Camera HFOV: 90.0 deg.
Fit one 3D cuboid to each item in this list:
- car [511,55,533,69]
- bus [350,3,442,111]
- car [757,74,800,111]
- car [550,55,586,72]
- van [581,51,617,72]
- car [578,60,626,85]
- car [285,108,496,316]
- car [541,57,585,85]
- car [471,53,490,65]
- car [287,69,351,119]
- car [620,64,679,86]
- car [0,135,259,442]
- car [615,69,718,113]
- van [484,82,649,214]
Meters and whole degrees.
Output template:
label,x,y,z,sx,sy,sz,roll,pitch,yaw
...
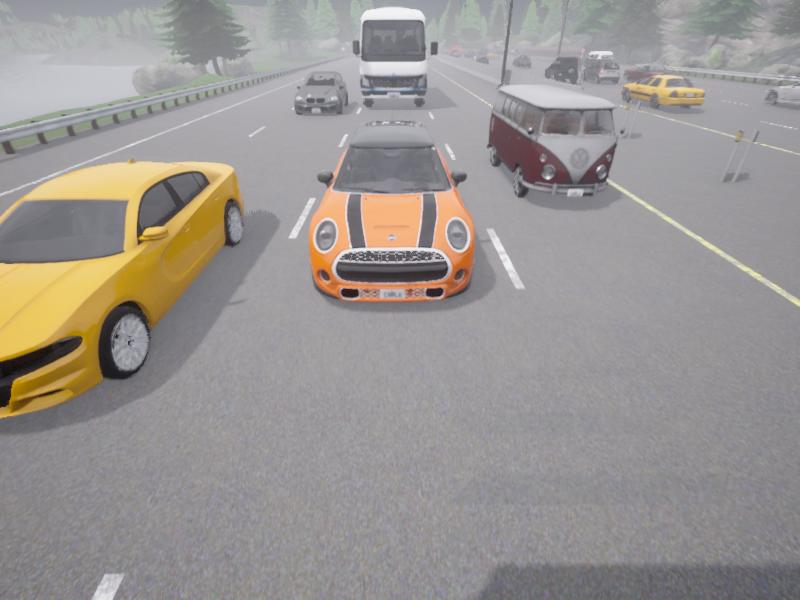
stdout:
label,x,y,z,sx,sy,sz,roll,pitch,yaw
car,16.671,-32.628,54.725,1.845,1.501,3.633,-1,33,-1
bus,-0.236,-13.709,22.732,3.944,4.253,10.273,0,32,-1
car,20.698,-10.215,19.810,1.812,1.442,4.674,0,32,-1
car,20.275,-28.741,48.532,2.242,1.667,4.611,-1,33,-1
van,23.845,-28.682,48.087,2.069,2.038,4.480,0,33,2
car,17.002,-19.320,33.888,1.851,1.617,3.988,0,33,-1
car,-0.118,-1.783,6.372,2.097,1.767,4.553,0,33,-1
car,13.504,-19.192,33.433,1.905,1.878,3.866,0,33,-1
car,12.997,-39.078,64.768,2.038,1.542,4.974,-1,33,-1
car,-3.805,-10.255,19.712,2.242,1.667,4.611,0,34,0
car,20.510,-18.660,33.136,1.895,1.301,4.718,0,33,-1
car,-3.599,-0.794,5.074,1.882,1.535,5.008,0,33,-1
car,13.679,-11.076,21.047,1.801,1.575,5.366,0,33,-1
van,3.341,-3.737,9.237,1.775,1.987,4.442,0,33,-1
